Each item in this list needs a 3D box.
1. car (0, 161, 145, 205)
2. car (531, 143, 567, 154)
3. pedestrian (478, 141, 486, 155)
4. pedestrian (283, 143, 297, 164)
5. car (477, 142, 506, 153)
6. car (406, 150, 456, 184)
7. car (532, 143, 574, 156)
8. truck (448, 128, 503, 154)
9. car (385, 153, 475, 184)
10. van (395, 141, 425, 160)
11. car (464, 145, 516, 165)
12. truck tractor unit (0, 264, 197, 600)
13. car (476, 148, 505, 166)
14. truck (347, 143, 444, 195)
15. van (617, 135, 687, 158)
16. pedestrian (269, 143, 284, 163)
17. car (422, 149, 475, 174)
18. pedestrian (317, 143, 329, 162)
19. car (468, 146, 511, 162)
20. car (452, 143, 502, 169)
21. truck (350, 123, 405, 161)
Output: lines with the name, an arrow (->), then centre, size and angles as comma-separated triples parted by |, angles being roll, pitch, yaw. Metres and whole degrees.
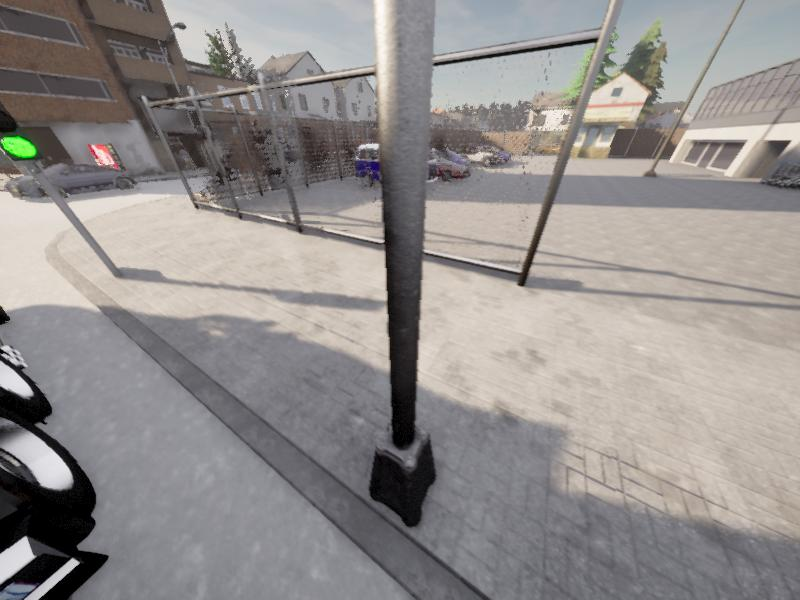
car -> -16.499, -6.098, 11.713 | 1.994, 1.385, 4.181 | 11, 36, 15
car -> 26.387, -26.950, 41.060 | 5.027, 1.651, 2.152 | 18, 39, 24
pedestrian -> 13.505, -25.073, 38.047 | 0.751, 1.860, 0.751 | 7, 36, 11
pedestrian -> -11.932, -15.864, 25.045 | 0.751, 1.860, 0.751 | -26, 42, -31
car -> 17.866, -29.801, 45.188 | 4.611, 1.667, 2.242 | 19, 39, 26
car -> 2.107, -8.846, 15.211 | 1.789, 1.547, 3.705 | 18, 39, 24
car -> 25.065, -24.745, 37.940 | 5.366, 1.575, 1.801 | 18, 39, 25
truck -> 13.540, -28.868, 42.000 | 8.468, 3.827, 2.891 | -7, 35, -10
car -> 1.855, -8.720, 15.157 | 5.357, 1.415, 2.033 | 18, 39, 24
van -> 1.399, -20.388, 31.477 | 2.069, 2.038, 4.480 | 18, 38, 24
car -> 9.571, -15.604, 24.756 | 4.611, 1.667, 2.242 | 18, 39, 24
truck tractor unit -> -5.115, -0.295, 0.781 | 6.516, 4.208, 3.053 | 18, 39, 24
car -> 9.034, -14.289, 23.053 | 2.207, 1.379, 1.481 | 18, 39, 24
truck -> -0.271, -7.055, 12.239 | 4.478, 2.038, 2.069 | 18, 39, 24
van -> 35.328, -21.762, 32.728 | 5.915, 2.561, 1.988 | 18, 39, 25
pedestrian -> -13.891, -16.570, 26.076 | 0.751, 1.860, 0.751 | 18, 39, 24
car -> 3.840, -11.211, 18.610 | 3.633, 1.501, 1.845 | 18, 39, 24
pedestrian -> -9.070, -17.458, 27.307 | 0.751, 1.860, 0.751 | -23, 41, -29
car -> 10.520, -17.332, 27.348 | 4.193, 1.474, 1.816 | 18, 39, 24
car -> 7.204, -13.631, 21.758 | 3.866, 1.878, 1.905 | 18, 39, 24
truck -> -2.694, -21.634, 31.756 | 2.891, 3.827, 8.468 | 18, 39, 24
